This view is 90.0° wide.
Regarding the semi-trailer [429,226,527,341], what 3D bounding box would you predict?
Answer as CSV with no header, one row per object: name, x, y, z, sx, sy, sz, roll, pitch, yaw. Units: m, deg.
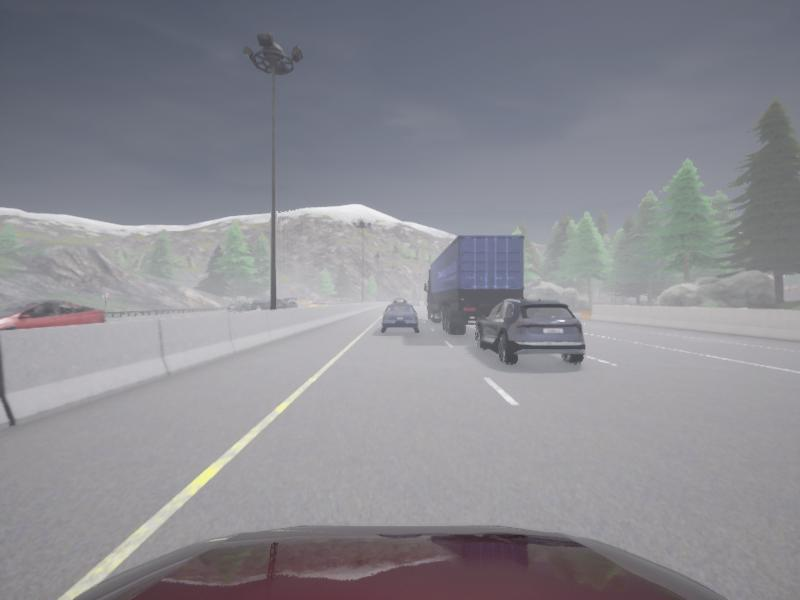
semi-trailer,3.502,-0.620,22.408,2.717,4.402,14.254,0,0,0

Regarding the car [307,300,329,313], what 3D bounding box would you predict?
car,-10.501,0.798,51.491,1.801,1.575,5.366,0,0,0

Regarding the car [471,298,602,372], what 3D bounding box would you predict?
car,3.488,0.777,11.383,2.033,1.649,4.856,0,0,0

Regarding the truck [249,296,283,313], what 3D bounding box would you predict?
truck,-17.500,0.539,52.657,2.390,2.098,6.274,0,0,0

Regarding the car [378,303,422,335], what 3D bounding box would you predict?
car,0.003,0.893,20.834,2.033,1.411,5.357,0,0,0

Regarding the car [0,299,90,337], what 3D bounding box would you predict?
car,-17.494,0.787,19.363,1.851,1.617,3.988,0,0,0

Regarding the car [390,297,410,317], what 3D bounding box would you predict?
car,0.002,0.653,40.460,1.932,1.855,4.605,0,1,0

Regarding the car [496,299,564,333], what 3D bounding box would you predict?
car,6.999,0.780,22.151,2.152,1.651,5.027,0,0,0

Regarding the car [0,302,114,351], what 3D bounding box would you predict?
car,-13.034,0.828,14.263,2.007,1.525,4.514,0,0,10

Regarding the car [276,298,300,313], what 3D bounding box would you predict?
car,-14.002,0.643,50.134,1.905,1.878,3.866,0,0,0

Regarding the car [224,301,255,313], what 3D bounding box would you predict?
car,-20.998,0.832,52.563,2.128,1.511,4.902,0,0,0

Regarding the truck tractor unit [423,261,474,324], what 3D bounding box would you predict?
truck tractor unit,3.491,-0.523,30.325,3.053,4.208,6.516,0,0,0
